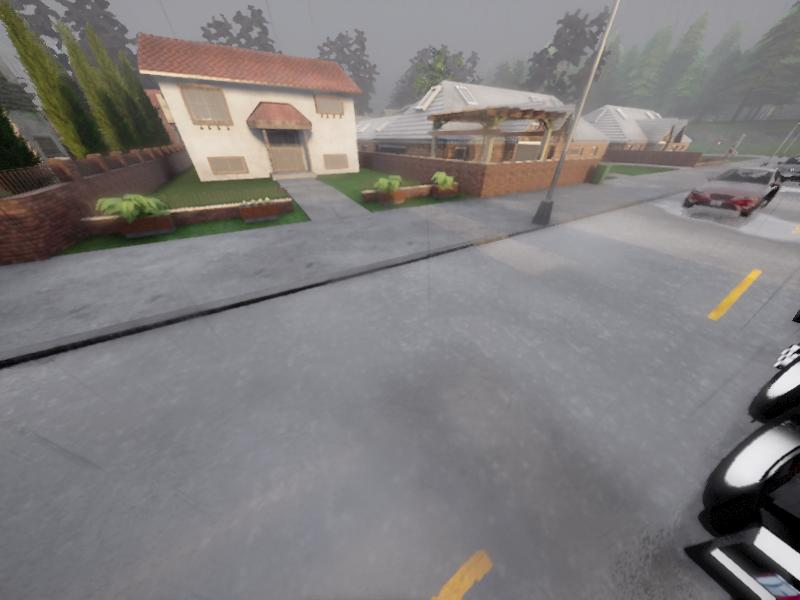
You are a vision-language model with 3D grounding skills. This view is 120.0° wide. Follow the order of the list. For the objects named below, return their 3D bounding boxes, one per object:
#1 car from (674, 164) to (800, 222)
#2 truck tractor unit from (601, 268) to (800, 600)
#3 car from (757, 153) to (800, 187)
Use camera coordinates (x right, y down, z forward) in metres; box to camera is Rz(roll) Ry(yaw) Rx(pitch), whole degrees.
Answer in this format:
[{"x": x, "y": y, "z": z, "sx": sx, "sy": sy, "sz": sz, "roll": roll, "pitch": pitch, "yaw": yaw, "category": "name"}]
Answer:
[{"x": 13.251, "y": -4.341, "z": 9.063, "sx": 4.193, "sy": 1.474, "sz": 1.816, "roll": -18, "pitch": 39, "yaw": -25, "category": "car"}, {"x": 5.114, "y": -0.299, "z": 0.769, "sx": 6.516, "sy": 4.208, "sz": 3.053, "roll": -18, "pitch": 39, "yaw": -24, "category": "truck tractor unit"}, {"x": 26.029, "y": -8.568, "z": 15.127, "sx": 3.988, "sy": 1.617, "sz": 1.851, "roll": -18, "pitch": 39, "yaw": -24, "category": "car"}]
